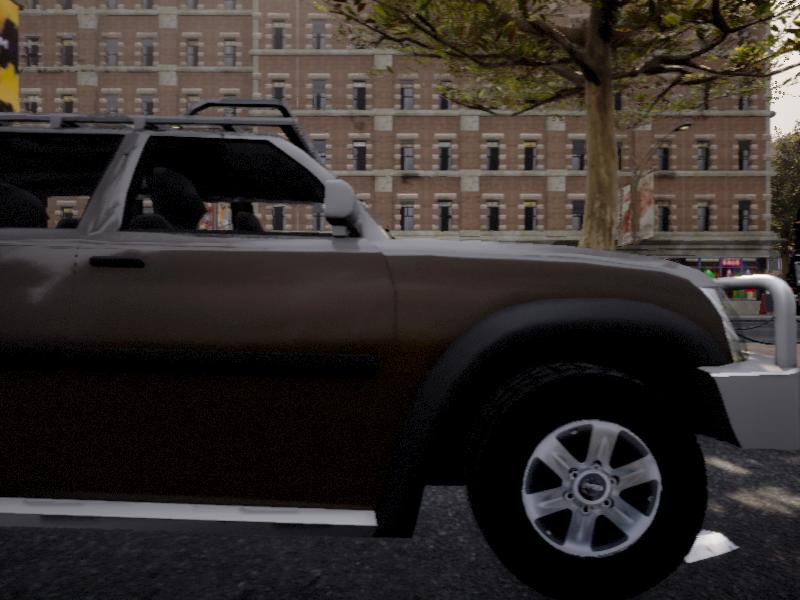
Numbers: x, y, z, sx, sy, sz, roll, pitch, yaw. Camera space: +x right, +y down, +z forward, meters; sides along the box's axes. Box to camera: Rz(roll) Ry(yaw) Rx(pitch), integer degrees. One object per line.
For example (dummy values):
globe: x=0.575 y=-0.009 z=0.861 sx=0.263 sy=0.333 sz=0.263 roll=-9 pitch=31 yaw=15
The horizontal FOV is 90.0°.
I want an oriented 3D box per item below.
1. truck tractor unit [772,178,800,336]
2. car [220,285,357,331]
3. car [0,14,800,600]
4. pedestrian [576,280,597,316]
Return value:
truck tractor unit: x=13.887 y=-1.124 z=9.830 sx=6.516 sy=4.208 sz=3.053 roll=0 pitch=0 yaw=3
car: x=-3.653 y=0.254 z=13.698 sx=4.193 sy=1.474 sz=1.816 roll=0 pitch=0 yaw=0
car: x=-0.881 y=0.045 z=2.207 sx=4.605 sy=1.855 sz=1.932 roll=2 pitch=0 yaw=1
pedestrian: x=9.770 y=-0.115 z=20.932 sx=0.751 sy=1.860 sz=0.751 roll=0 pitch=0 yaw=-1
